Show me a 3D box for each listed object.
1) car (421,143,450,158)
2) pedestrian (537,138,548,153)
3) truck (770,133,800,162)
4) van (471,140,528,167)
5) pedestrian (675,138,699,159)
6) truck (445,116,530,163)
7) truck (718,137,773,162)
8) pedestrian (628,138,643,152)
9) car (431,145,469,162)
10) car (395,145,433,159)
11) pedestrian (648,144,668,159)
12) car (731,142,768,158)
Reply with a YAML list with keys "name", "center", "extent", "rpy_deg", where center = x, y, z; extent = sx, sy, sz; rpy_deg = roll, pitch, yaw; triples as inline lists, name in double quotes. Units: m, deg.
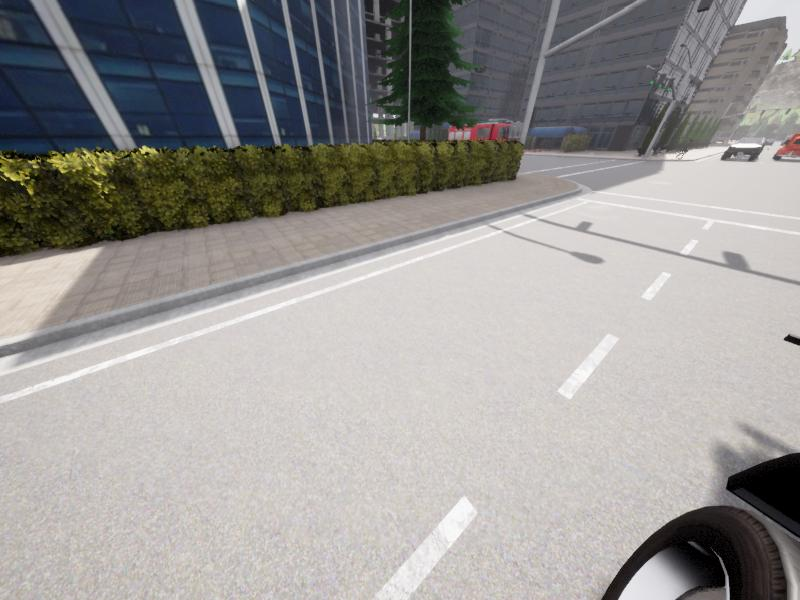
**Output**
- name: "car"
  center: [4.914, -20.806, 32.078]
  extent: [1.845, 1.501, 3.633]
  rpy_deg: [-24, 41, -29]
- name: "pedestrian"
  center: [21.794, -23.659, 35.415]
  extent: [0.751, 1.860, 0.751]
  rpy_deg: [28, 44, 34]
- name: "truck"
  center: [43.351, -16.564, 24.972]
  extent: [5.204, 2.467, 2.627]
  rpy_deg: [-23, 41, -29]
- name: "van"
  center: [9.429, -14.206, 22.284]
  extent: [1.775, 1.987, 4.442]
  rpy_deg: [-24, 41, -29]
- name: "pedestrian"
  center: [31.062, -16.400, 25.048]
  extent: [0.751, 1.860, 0.751]
  rpy_deg: [-22, 41, -28]
- name: "truck"
  center: [9.458, -18.276, 26.464]
  extent: [2.891, 3.827, 8.468]
  rpy_deg: [-24, 41, -29]
- name: "truck"
  center: [38.900, -17.021, 25.974]
  extent: [6.274, 2.098, 2.390]
  rpy_deg: [-23, 41, -29]
- name: "pedestrian"
  center: [37.922, -24.982, 37.154]
  extent: [0.751, 1.860, 0.751]
  rpy_deg: [-16, 38, -21]
- name: "car"
  center: [5.642, -16.882, 26.551]
  extent: [1.970, 1.475, 3.806]
  rpy_deg: [-23, 41, -29]
- name: "car"
  center: [1.754, -19.804, 30.797]
  extent: [2.033, 1.411, 5.357]
  rpy_deg: [-24, 41, -29]
- name: "pedestrian"
  center: [28.929, -16.647, 25.901]
  extent: [0.751, 1.300, 0.751]
  rpy_deg: [-9, 36, -12]
- name: "car"
  center: [45.238, -19.483, 29.873]
  extent: [5.366, 1.575, 1.801]
  rpy_deg: [-23, 41, -29]
